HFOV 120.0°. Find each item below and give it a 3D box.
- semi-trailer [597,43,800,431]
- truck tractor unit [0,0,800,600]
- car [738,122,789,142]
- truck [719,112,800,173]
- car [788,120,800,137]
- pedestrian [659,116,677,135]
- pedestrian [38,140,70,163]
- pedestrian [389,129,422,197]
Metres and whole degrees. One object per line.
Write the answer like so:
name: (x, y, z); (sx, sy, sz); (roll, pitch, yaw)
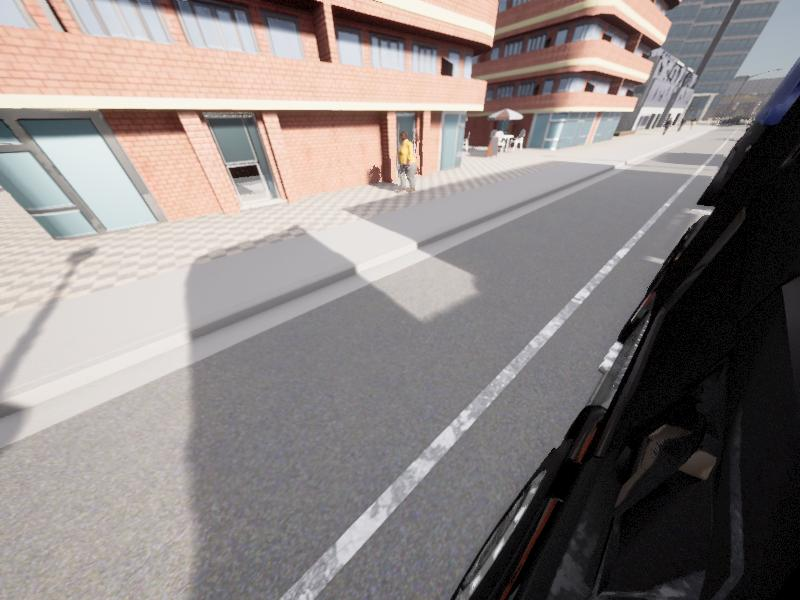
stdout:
semi-trailer: (8.720, -3.574, 4.229); (14.254, 4.402, 2.717); (-28, 44, -30)
truck tractor unit: (2.645, -0.295, 0.351); (6.516, 4.208, 3.053); (-28, 44, -30)
car: (33.879, -15.742, 21.612); (4.181, 1.385, 1.994); (-28, 44, -30)
truck: (19.169, -8.233, 11.797); (6.274, 2.098, 2.390); (-28, 44, -30)
car: (43.968, -18.381, 24.516); (4.792, 1.488, 2.163); (-28, 44, -30)
pedestrian: (33.390, -21.698, 28.786); (0.751, 1.860, 0.751); (-31, 46, -33)
pedestrian: (-34.234, -14.755, 22.902); (0.751, 1.860, 0.751); (-23, 42, -25)
pedestrian: (0.205, -4.631, 7.833); (0.751, 1.860, 0.751); (-22, 42, -25)
